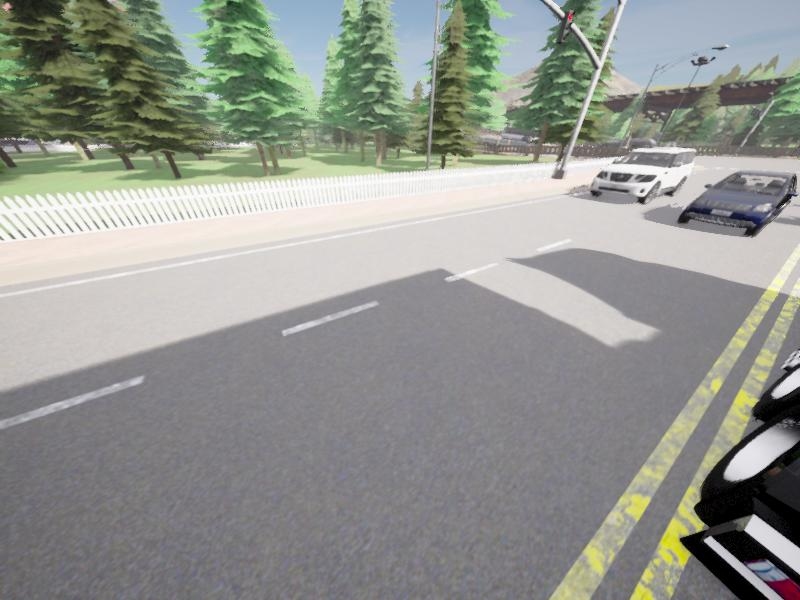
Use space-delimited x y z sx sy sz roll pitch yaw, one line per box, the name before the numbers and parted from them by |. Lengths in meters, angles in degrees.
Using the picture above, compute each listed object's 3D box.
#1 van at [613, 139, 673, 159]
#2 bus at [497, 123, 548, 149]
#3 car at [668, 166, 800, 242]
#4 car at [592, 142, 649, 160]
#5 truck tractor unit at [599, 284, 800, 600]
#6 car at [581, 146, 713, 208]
van | 39.346 -24.783 37.738 1.988 2.561 5.915 -20 40 -26
bus | 30.548 -41.697 58.561 3.944 4.253 10.273 -20 45 -26
car | 10.924 -3.218 7.365 3.705 1.549 1.789 -19 39 -25
car | 33.223 -22.654 35.059 2.150 2.045 5.566 -20 40 -26
truck tractor unit | 5.143 -0.268 0.729 6.516 4.208 3.053 -17 38 -22
car | 11.603 -5.975 10.901 5.566 2.045 2.150 -18 39 -25
